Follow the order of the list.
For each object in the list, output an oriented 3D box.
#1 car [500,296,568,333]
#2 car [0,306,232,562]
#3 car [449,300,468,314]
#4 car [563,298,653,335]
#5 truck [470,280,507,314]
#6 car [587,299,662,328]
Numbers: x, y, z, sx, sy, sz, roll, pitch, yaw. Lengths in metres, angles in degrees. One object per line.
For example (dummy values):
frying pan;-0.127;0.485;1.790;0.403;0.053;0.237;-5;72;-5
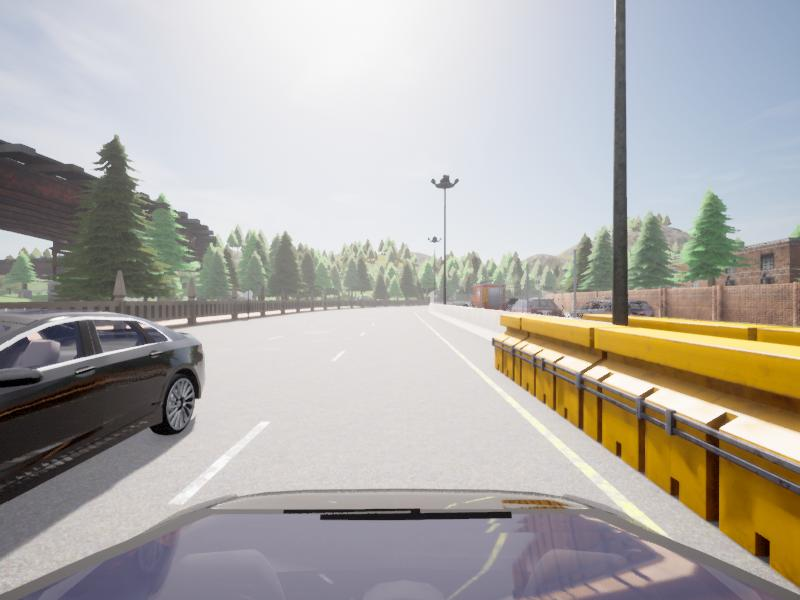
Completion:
car;7.003;0.697;21.507;2.097;1.767;4.553;0;0;0
car;-3.500;0.837;3.363;2.128;1.511;4.902;0;0;0
car;7.219;0.833;49.793;1.882;1.535;5.008;0;0;3
car;10.500;0.760;20.662;2.242;1.667;4.611;0;0;0
truck;10.683;-0.311;49.166;2.891;3.827;8.468;0;0;2
car;14.002;0.782;25.370;2.033;1.649;4.856;0;0;0
